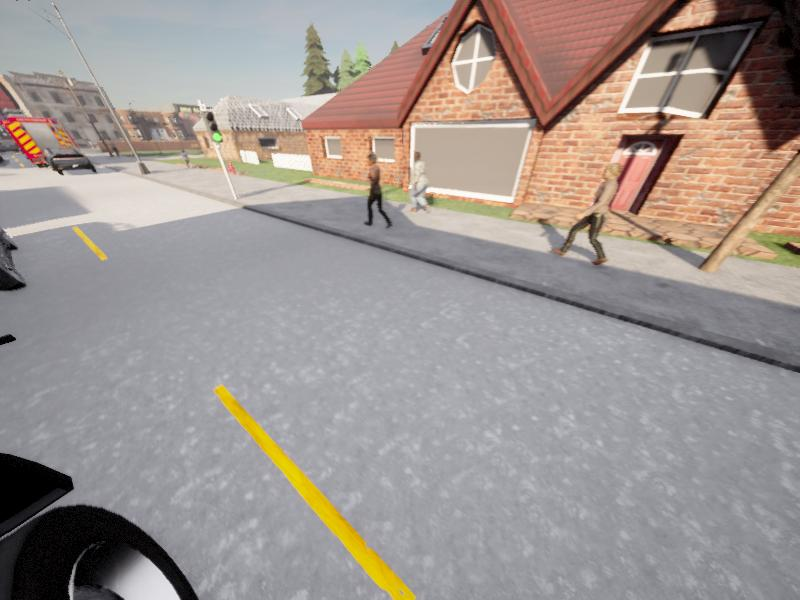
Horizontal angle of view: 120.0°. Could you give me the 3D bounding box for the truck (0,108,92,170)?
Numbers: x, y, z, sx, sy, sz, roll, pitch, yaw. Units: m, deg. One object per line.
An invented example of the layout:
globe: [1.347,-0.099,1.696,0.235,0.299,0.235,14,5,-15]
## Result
truck: [-31.435,-14.055,20.238,8.468,3.827,2.891,22,41,28]

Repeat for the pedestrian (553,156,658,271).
pedestrian: [3.721,-1.624,4.403,0.751,1.860,0.751,20,40,25]

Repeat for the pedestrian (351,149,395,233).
pedestrian: [-0.660,-2.864,6.123,0.751,1.860,0.751,21,40,27]

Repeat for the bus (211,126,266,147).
bus: [-41.882,-42.744,60.440,3.944,4.253,10.273,22,41,28]

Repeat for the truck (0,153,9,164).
truck: [-39.656,-14.032,21.306,5.204,2.467,2.627,22,41,28]

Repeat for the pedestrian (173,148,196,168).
pedestrian: [-17.237,-11.378,18.532,0.751,1.300,0.751,-12,37,-17]

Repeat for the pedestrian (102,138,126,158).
pedestrian: [-32.239,-17.141,26.084,0.751,1.860,0.751,14,37,18]

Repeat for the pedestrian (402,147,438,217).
pedestrian: [0.598,-3.779,7.432,0.751,1.860,0.751,28,44,33]

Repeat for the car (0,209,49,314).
car: [-8.495,-0.943,3.857,4.902,1.511,2.128,22,41,28]

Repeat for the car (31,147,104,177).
car: [-23.909,-10.037,16.610,4.902,1.511,2.128,22,41,28]
